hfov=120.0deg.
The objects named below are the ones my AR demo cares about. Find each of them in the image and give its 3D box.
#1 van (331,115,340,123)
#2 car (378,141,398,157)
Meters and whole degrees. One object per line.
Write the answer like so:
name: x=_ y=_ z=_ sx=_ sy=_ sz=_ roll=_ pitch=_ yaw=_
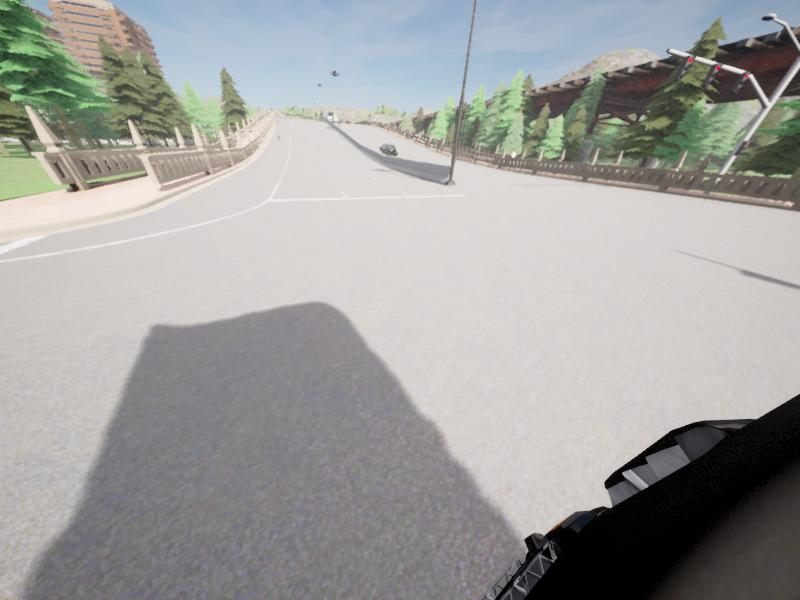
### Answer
van: x=-24.600 y=-69.475 z=88.663 sx=2.351 sy=2.431 sz=6.366 roll=-9 pitch=39 yaw=-17
car: x=-2.111 y=-26.119 z=39.920 sx=2.097 sy=1.767 sz=4.553 roll=-9 pitch=41 yaw=-17
